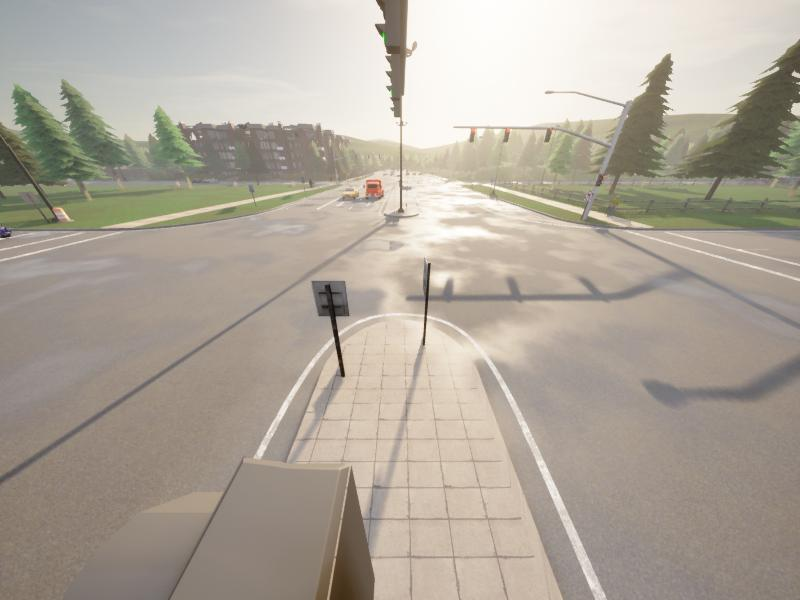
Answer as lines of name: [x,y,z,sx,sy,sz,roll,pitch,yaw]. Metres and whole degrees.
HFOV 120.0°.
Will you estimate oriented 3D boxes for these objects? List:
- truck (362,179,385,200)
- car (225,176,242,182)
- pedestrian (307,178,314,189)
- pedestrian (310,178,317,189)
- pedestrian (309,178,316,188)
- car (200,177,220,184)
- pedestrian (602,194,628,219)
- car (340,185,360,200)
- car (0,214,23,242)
truck: [-3.776,-16.286,33.841,2.627,2.467,5.204,0,30,0]
car: [-50.561,-36.761,70.209,3.633,1.501,1.845,0,30,0]
pedestrian: [-17.712,-23.069,45.849,0.751,1.860,0.751,3,30,6]
pedestrian: [-17.571,-23.678,46.905,0.751,1.860,0.751,3,30,4]
pedestrian: [-18.270,-24.444,48.231,0.751,1.860,0.751,2,30,3]
car: [-52.684,-33.243,64.155,3.633,1.501,1.845,0,30,0]
pedestrian: [18.350,-8.008,19.763,0.751,1.860,0.751,1,30,2]
car: [-7.276,-15.886,34.078,1.801,1.575,5.366,0,30,0]
car: [-26.936,-4.279,14.043,4.193,1.474,1.816,0,30,0]
